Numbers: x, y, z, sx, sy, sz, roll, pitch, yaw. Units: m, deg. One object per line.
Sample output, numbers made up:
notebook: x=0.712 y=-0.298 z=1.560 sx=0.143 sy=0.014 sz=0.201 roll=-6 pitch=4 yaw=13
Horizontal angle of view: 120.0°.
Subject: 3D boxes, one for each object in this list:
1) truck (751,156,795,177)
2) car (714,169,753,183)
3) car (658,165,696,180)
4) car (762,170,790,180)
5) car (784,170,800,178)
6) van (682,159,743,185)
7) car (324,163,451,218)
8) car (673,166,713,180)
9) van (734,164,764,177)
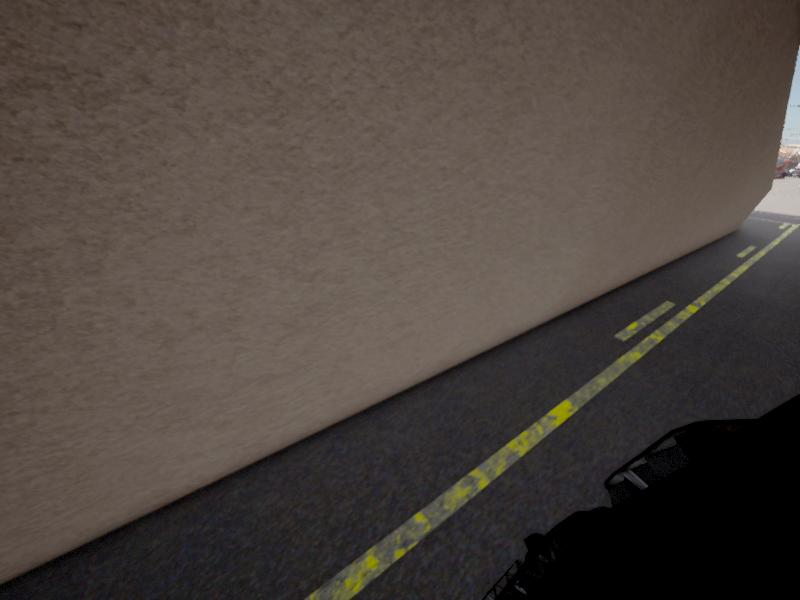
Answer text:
truck: x=86.403 y=-30.926 z=53.537 sx=8.468 sy=3.827 sz=2.891 roll=-15 pitch=38 yaw=-24
car: x=46.526 y=-17.370 z=32.224 sx=4.892 sy=1.490 sz=1.837 roll=-15 pitch=38 yaw=-24
car: x=37.484 y=-17.268 z=31.258 sx=3.988 sy=1.617 sz=1.851 roll=-15 pitch=38 yaw=-24
car: x=71.850 y=-23.920 z=44.122 sx=4.181 sy=1.385 sz=1.994 roll=-15 pitch=38 yaw=-24
car: x=91.019 y=-28.967 z=53.065 sx=4.892 sy=1.490 sz=1.837 roll=-14 pitch=37 yaw=-25
van: x=37.530 y=-15.412 z=27.747 sx=6.366 sy=2.431 sz=2.351 roll=-15 pitch=38 yaw=-24
car: x=-0.440 y=-4.564 z=9.350 sx=4.514 sy=1.525 sz=2.007 roll=-16 pitch=38 yaw=-26
car: x=42.947 y=-18.646 z=33.835 sx=4.902 sy=1.511 sz=2.128 roll=-15 pitch=38 yaw=-24
van: x=70.151 y=-25.957 z=46.436 sx=4.480 sy=2.038 sz=2.069 roll=-14 pitch=37 yaw=-25
